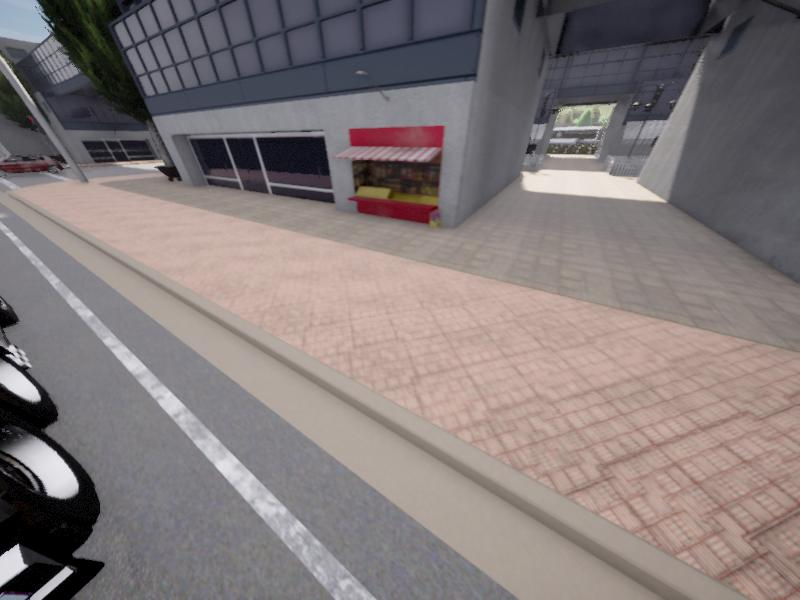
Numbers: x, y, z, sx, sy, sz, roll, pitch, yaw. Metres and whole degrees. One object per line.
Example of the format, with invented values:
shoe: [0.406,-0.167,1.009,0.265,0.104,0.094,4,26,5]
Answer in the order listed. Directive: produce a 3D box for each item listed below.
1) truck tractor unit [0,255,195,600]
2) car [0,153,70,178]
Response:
truck tractor unit: [-5.106,-0.306,0.810,6.516,4.208,3.053,19,39,25]
car: [-31.204,-11.096,19.008,1.816,1.474,4.193,18,39,24]
